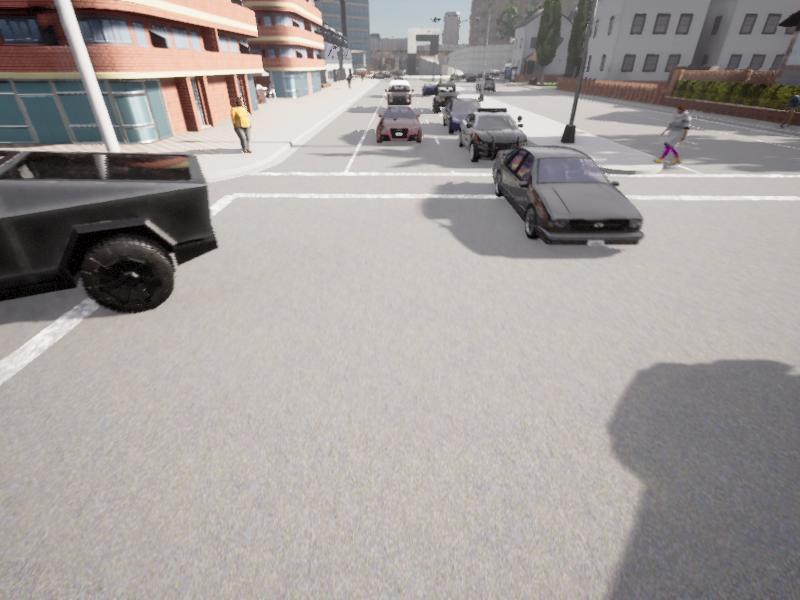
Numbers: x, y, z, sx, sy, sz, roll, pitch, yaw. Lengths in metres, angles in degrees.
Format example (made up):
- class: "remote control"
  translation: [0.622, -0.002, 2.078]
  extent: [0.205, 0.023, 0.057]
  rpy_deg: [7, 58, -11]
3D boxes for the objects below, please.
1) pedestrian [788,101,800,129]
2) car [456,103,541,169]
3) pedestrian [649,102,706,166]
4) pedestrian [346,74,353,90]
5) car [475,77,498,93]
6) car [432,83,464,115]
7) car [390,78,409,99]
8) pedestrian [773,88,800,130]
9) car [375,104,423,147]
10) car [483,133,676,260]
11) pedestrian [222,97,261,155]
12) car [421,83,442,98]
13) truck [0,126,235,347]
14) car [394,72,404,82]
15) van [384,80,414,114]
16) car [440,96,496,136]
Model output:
- class: "pedestrian"
  translation: [21.074, -9.574, 20.693]
  extent: [0.751, 1.300, 0.751]
  rpy_deg: [0, 30, 0]
- class: "car"
  translation: [3.507, -6.471, 15.402]
  extent: [1.930, 1.638, 5.238]
  rpy_deg: [0, 30, 0]
- class: "pedestrian"
  translation: [9.007, -5.406, 13.057]
  extent: [0.751, 1.860, 0.751]
  rpy_deg: [0, 30, 0]
- class: "pedestrian"
  translation: [-6.813, -29.299, 53.783]
  extent: [0.751, 1.860, 0.751]
  rpy_deg: [-1, 30, -2]
- class: "car"
  translation: [11.424, -28.704, 53.356]
  extent: [2.033, 1.649, 4.856]
  rpy_deg: [0, 30, 0]
- class: "car"
  translation: [3.455, -14.902, 29.542]
  extent: [1.905, 1.878, 3.866]
  rpy_deg: [0, 30, 0]
- class: "car"
  translation: [-0.056, -23.008, 43.387]
  extent: [1.932, 1.855, 4.605]
  rpy_deg: [0, 30, 0]
- class: "pedestrian"
  translation: [20.176, -9.770, 20.472]
  extent: [0.751, 1.860, 0.751]
  rpy_deg: [6, 31, 10]
- class: "car"
  translation: [-0.032, -8.217, 18.649]
  extent: [1.994, 1.385, 4.181]
  rpy_deg: [0, 30, 0]
- class: "car"
  translation: [3.479, -2.692, 9.198]
  extent: [2.033, 1.411, 5.357]
  rpy_deg: [0, 30, 0]
- class: "pedestrian"
  translation: [-5.795, -6.387, 14.688]
  extent: [0.751, 1.860, 0.751]
  rpy_deg: [26, 39, 37]
- class: "car"
  translation: [3.436, -23.306, 44.470]
  extent: [1.895, 1.301, 4.718]
  rpy_deg: [0, 30, 0]
- class: "truck"
  translation: [-5.851, -0.788, 5.246]
  extent: [6.274, 2.098, 2.390]
  rpy_deg: [-15, 35, -23]
- class: "car"
  translation: [-0.183, -47.214, 84.690]
  extent: [1.932, 1.855, 4.605]
  rpy_deg: [-1, 30, -2]
- class: "van"
  translation: [-0.050, -15.298, 30.069]
  extent: [2.069, 2.038, 4.480]
  rpy_deg: [0, 30, 0]
- class: "car"
  translation: [3.466, -9.952, 21.499]
  extent: [2.163, 1.488, 4.792]
  rpy_deg: [0, 30, 0]
